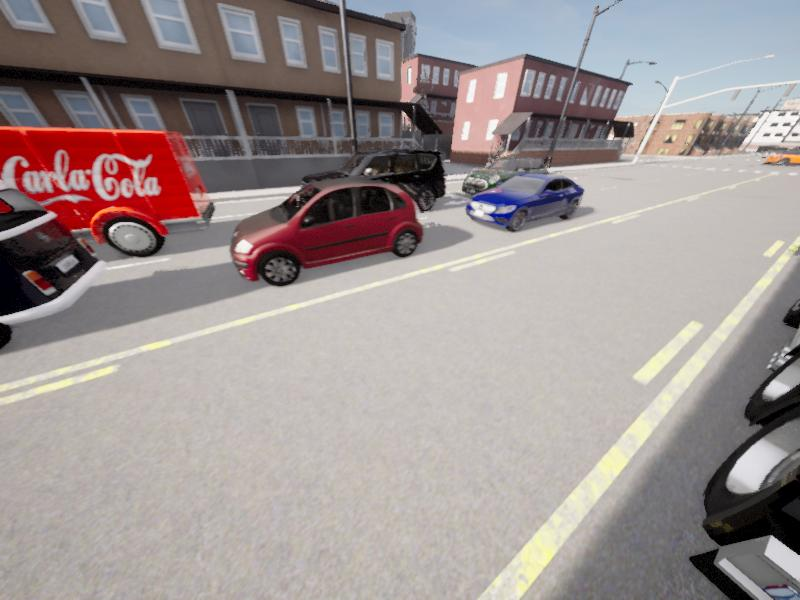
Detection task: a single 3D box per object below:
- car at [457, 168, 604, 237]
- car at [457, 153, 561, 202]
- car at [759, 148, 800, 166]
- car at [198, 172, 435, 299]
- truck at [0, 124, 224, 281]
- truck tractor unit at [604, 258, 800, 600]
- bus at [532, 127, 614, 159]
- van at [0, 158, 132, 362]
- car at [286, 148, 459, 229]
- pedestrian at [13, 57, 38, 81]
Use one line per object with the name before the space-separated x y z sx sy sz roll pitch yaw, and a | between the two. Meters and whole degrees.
car | 4.465 -3.541 7.960 4.674 1.442 1.812 -18 39 -25
car | 5.431 -6.307 11.660 4.553 1.767 2.097 -18 39 -25
car | 49.928 -17.887 28.986 4.553 1.767 2.097 13 36 17
car | -1.475 -1.692 5.066 3.988 1.617 1.851 -18 39 -25
truck | -7.565 -2.296 5.098 5.204 2.467 2.627 -17 38 -24
truck tractor unit | 5.110 -0.293 0.822 6.516 4.208 3.053 -18 39 -25
bus | 30.396 -28.264 41.546 3.944 4.253 10.273 -18 40 -25
van | -6.785 -0.150 2.386 4.480 2.038 2.069 -18 39 -25
car | -0.813 -4.375 8.563 5.566 2.045 2.150 -18 39 -24
pedestrian | -44.880 -27.666 27.721 0.751 1.860 0.751 22 40 27
